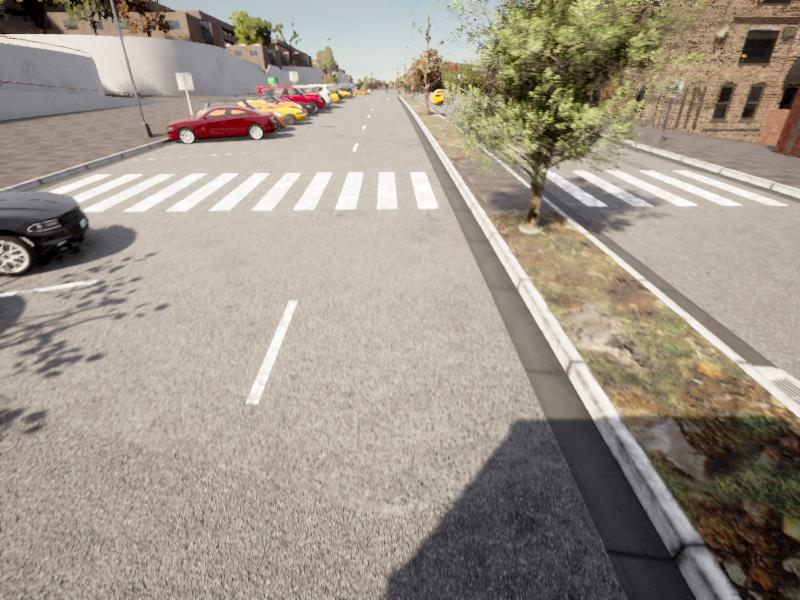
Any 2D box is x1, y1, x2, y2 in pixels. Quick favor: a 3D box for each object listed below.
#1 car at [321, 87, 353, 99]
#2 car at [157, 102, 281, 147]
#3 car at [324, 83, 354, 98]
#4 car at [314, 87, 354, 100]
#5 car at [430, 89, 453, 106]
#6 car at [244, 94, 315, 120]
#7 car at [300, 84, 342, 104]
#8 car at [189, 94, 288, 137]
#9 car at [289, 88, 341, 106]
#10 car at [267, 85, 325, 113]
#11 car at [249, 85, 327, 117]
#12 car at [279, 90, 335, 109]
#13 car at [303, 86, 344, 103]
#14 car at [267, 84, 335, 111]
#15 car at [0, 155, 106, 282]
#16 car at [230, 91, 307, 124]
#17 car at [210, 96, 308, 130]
[{"bbox_3d":[-10.027,-32.989,63.686,4.674,1.452,2.002,-11,31,-18],"label":"car"},{"bbox_3d":[-8.603,-8.578,19.374,5.008,1.535,2.097,-12,32,-18],"label":"car"},{"bbox_3d":[-10.011,-34.674,66.214,4.442,1.987,1.878,-11,30,-18],"label":"car"},{"bbox_3d":[-9.694,-30.211,58.503,5.366,1.575,1.946,-11,30,-18],"label":"car"},{"bbox_3d":[4.538,-22.593,44.509,1.882,1.535,5.008,-1,29,-1],"label":"car"},{"bbox_3d":[-8.947,-14.387,29.758,4.674,1.452,2.002,-12,31,-18],"label":"car"},{"bbox_3d":[-9.428,-24.688,47.923,4.442,1.987,1.878,-11,30,-18],"label":"car"},{"bbox_3d":[-8.727,-10.151,21.891,4.553,1.767,2.185,-12,31,-18],"label":"car"},{"bbox_3d":[-9.618,-23.004,45.314,5.366,1.575,1.946,-11,31,-18],"label":"car"},{"bbox_3d":[-9.009,-17.533,34.870,4.442,1.987,1.878,-12,31,-18],"label":"car"},{"bbox_3d":[-9.007,-16.098,32.231,5.566,2.045,2.435,-12,31,-18],"label":"car"},{"bbox_3d":[-9.285,-20.183,40.155,5.008,1.535,2.097,-11,30,-18],"label":"car"},{"bbox_3d":[-9.646,-25.998,50.536,4.553,1.767,2.185,-11,30,-18],"label":"car"},{"bbox_3d":[-9.223,-18.964,37.412,5.566,2.045,2.435,-12,31,-18],"label":"car"},{"bbox_3d":[-8.196,-1.162,6.489,5.008,1.535,2.097,-12,32,-18],"label":"car"},{"bbox_3d":[-8.892,-13.073,27.074,4.553,1.767,2.185,-12,31,-18],"label":"car"},{"bbox_3d":[-8.607,-11.553,24.613,5.366,1.575,1.946,-12,31,-18],"label":"car"}]
